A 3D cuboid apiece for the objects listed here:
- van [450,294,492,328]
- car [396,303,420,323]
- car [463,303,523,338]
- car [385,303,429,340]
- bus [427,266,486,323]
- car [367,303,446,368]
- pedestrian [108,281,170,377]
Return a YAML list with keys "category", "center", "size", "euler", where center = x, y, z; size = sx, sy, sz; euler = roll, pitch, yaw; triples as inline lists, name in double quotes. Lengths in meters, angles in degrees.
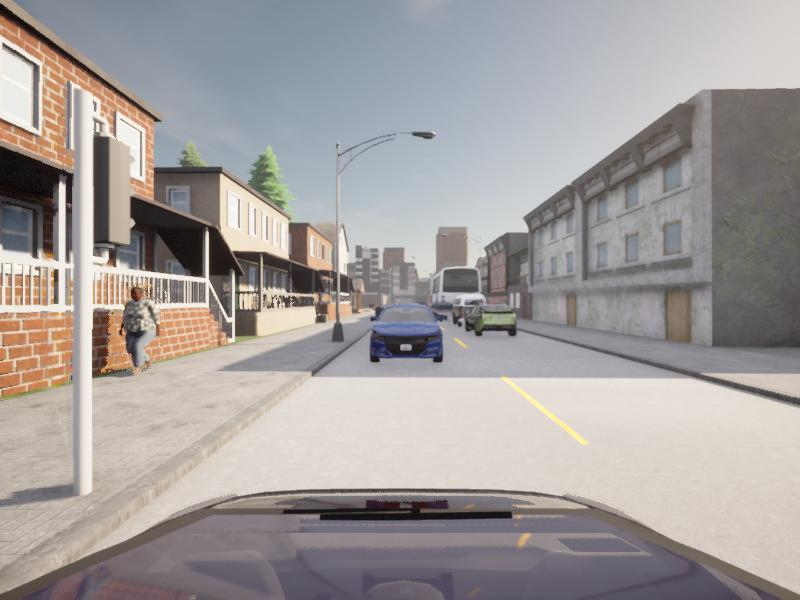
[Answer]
- category: "van"
  center: [4.520, 0.669, 26.195]
  size: [2.069, 2.038, 4.480]
  euler: [0, 0, 1]
- category: "car"
  center: [0.646, 0.972, 31.904]
  size: [1.816, 1.474, 4.193]
  euler: [0, 0, 1]
- category: "car"
  center: [4.360, 0.902, 19.512]
  size: [2.007, 1.525, 4.514]
  euler: [0, 0, 1]
- category: "car"
  center: [0.359, 0.916, 19.117]
  size: [1.837, 1.490, 4.892]
  euler: [0, 0, 1]
- category: "bus"
  center: [4.600, -0.403, 35.313]
  size: [3.944, 4.253, 10.273]
  euler: [0, 0, 1]
- category: "car"
  center: [0.203, 0.870, 12.054]
  size: [1.882, 1.535, 5.008]
  euler: [0, 0, 1]
- category: "pedestrian"
  center: [-5.294, 0.557, 8.148]
  size: [0.751, 1.860, 0.751]
  euler: [0, 0, 3]
